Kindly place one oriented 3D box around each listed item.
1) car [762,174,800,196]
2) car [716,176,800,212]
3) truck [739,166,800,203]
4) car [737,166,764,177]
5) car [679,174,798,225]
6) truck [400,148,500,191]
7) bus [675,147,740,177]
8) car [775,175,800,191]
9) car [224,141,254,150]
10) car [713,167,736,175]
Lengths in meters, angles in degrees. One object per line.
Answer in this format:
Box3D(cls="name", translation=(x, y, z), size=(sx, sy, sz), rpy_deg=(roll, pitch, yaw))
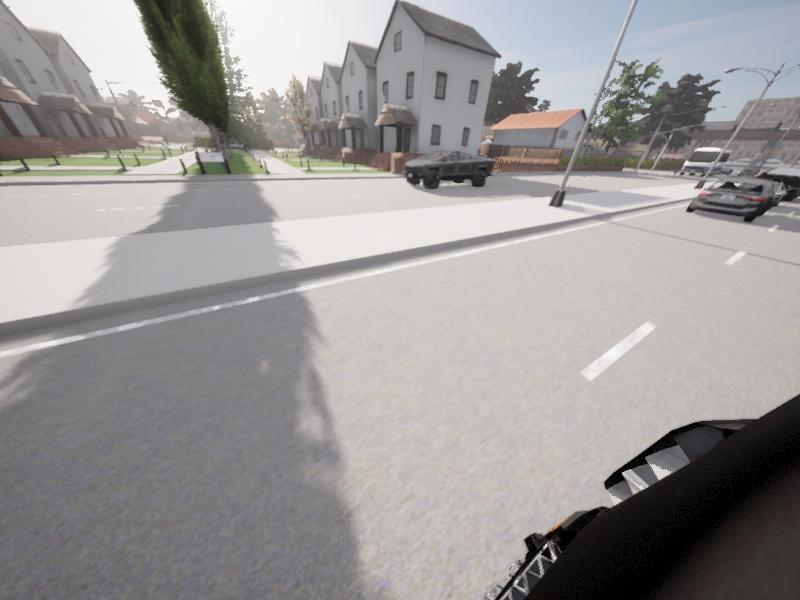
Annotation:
Box3D(cls="car", translation=(37.596, -11.161, 22.228), size=(4.974, 1.542, 2.038), rpy_deg=(-16, 38, -26))
Box3D(cls="car", translation=(22.499, -6.758, 14.452), size=(4.974, 1.542, 2.038), rpy_deg=(-16, 38, -26))
Box3D(cls="truck", translation=(30.041, -9.191, 18.175), size=(6.274, 2.098, 2.390), rpy_deg=(-16, 38, -26))
Box3D(cls="car", translation=(73.269, -26.817, 48.269), size=(4.553, 1.767, 2.097), rpy_deg=(-16, 38, -26))
Box3D(cls="car", translation=(16.645, -5.108, 11.395), size=(4.611, 1.667, 2.242), rpy_deg=(-16, 38, -26))
Box3D(cls="truck", translation=(3.338, -8.801, 15.532), size=(6.274, 2.098, 2.390), rpy_deg=(-16, 38, -26))
Box3D(cls="bus", translation=(55.255, -24.751, 41.542), size=(10.273, 4.253, 3.944), rpy_deg=(-16, 38, -26))
Box3D(cls="car", translation=(44.442, -13.062, 25.826), size=(4.718, 1.301, 1.895), rpy_deg=(-16, 38, -26))
Box3D(cls="car", translation=(-36.298, -34.908, 52.159), size=(4.974, 1.542, 2.038), rpy_deg=(-21, 40, -31))
Box3D(cls="car", translation=(71.384, -28.357, 50.795), size=(4.181, 1.385, 1.994), rpy_deg=(-16, 38, -26))
